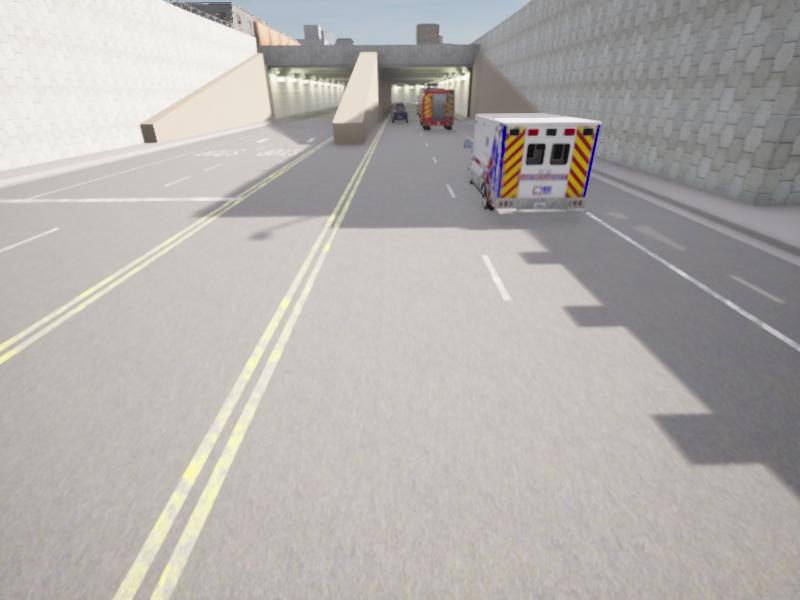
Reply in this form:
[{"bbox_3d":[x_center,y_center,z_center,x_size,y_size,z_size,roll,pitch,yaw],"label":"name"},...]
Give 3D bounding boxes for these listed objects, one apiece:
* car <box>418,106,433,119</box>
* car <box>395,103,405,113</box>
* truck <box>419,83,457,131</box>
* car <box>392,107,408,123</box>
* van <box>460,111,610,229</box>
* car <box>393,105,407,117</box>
[{"bbox_3d":[3.506,-26.281,55.947,1.812,1.442,4.674,0,27,0],"label":"car"},{"bbox_3d":[0.003,-35.712,74.184,1.882,1.535,5.008,0,27,0],"label":"car"},{"bbox_3d":[3.505,-19.162,39.543,2.891,3.827,8.468,0,27,0],"label":"truck"},{"bbox_3d":[0.005,-22.374,48.311,1.882,1.535,5.008,0,27,0],"label":"car"},{"bbox_3d":[3.505,-4.323,12.284,2.351,2.431,6.366,0,27,0],"label":"van"},{"bbox_3d":[0.006,-28.309,59.980,2.033,1.411,5.357,0,27,0],"label":"car"}]
